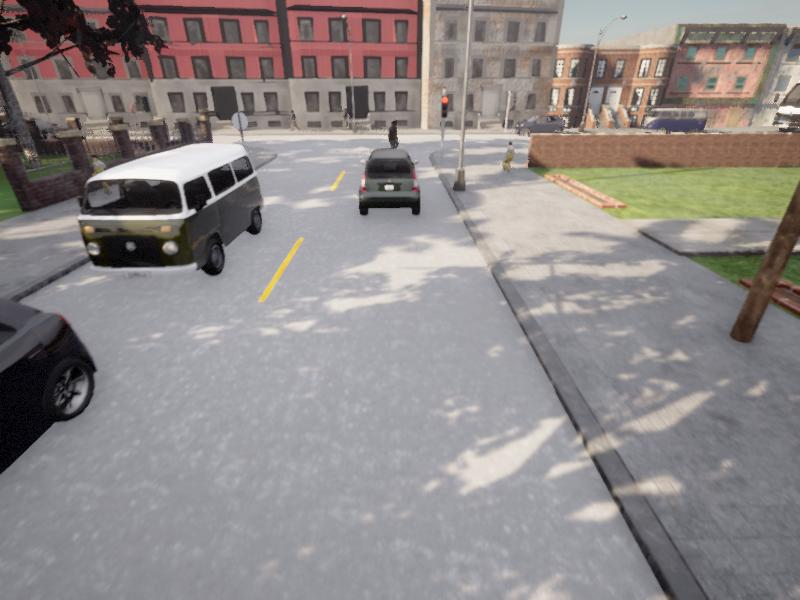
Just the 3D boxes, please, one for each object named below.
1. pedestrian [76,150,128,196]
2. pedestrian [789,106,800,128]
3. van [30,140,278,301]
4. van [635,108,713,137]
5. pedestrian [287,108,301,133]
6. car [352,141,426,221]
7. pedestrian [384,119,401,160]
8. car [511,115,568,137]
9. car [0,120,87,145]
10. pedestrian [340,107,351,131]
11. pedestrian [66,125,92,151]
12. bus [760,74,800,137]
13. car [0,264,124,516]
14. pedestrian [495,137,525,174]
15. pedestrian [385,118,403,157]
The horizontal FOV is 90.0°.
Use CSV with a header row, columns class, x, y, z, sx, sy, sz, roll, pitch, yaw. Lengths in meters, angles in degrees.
class,x,y,z,sx,sy,sz,roll,pitch,yaw
pedestrian,-9.589,-4.098,12.929,0.751,1.300,0.751,0,27,0
pedestrian,37.382,-17.096,37.387,0.751,1.860,0.751,9,29,18
van,-4.237,-1.923,8.143,2.069,2.038,4.480,0,27,-1
van,21.549,-14.073,31.648,4.442,1.987,1.775,0,27,-1
pedestrian,-9.008,-15.285,34.034,0.751,1.860,0.751,0,27,0
car,-0.304,-3.770,12.180,1.851,1.617,3.988,-1,27,-1
pedestrian,-0.375,-8.233,20.518,0.751,1.860,0.751,2,27,5
car,10.936,-13.769,31.617,3.633,1.501,1.845,0,27,-1
car,-24.998,-11.578,27.610,4.892,1.490,1.837,-1,27,-1
pedestrian,-4.859,-16.143,35.677,0.751,1.860,0.751,1,27,3
pedestrian,-18.827,-9.503,23.478,0.751,1.300,0.751,-13,30,-24
bus,35.651,-15.144,31.179,10.273,4.253,3.944,0,27,-1
car,-4.148,1.147,2.740,1.845,1.501,3.633,-1,27,-1
pedestrian,4.454,-5.885,16.295,0.751,1.300,0.751,-8,28,-14
pedestrian,-0.311,-8.762,21.545,0.751,1.860,0.751,11,29,21
